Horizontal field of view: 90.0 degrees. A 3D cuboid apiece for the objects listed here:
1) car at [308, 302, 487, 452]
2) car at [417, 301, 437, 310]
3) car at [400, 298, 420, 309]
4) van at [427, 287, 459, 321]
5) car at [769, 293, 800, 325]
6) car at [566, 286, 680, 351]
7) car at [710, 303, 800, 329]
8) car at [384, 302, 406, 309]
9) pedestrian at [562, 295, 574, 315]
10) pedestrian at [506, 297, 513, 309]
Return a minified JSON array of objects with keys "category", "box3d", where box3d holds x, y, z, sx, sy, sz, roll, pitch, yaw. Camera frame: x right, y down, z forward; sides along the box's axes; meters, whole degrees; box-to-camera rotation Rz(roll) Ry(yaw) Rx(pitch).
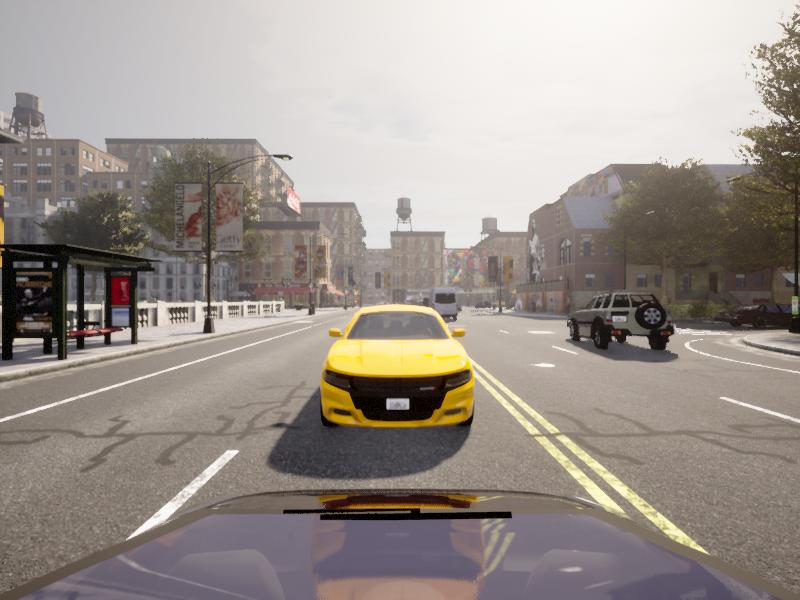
[{"category":"car","box3d":[-0.052,0.823,6.707,1.882,1.535,5.008,0,0,-1]},{"category":"car","box3d":[4.766,0.865,70.257,2.007,1.525,4.514,0,0,24]},{"category":"car","box3d":[1.864,0.654,72.309,1.932,1.855,4.605,0,0,24]},{"category":"van","box3d":[3.444,0.322,33.249,1.988,2.561,5.915,0,0,0]},{"category":"car","box3d":[28.292,0.568,26.556,5.566,2.045,2.150,0,0,0]},{"category":"car","box3d":[7.345,0.640,13.803,1.932,1.855,4.605,0,-3,9]},{"category":"car","box3d":[21.381,0.895,23.088,5.357,1.411,2.033,0,0,0]},{"category":"car","box3d":[-0.871,0.939,73.950,1.895,1.301,4.718,0,0,30]},{"category":"pedestrian","box3d":[15.859,0.485,37.720,0.751,1.860,0.751,0,0,-43]},{"category":"pedestrian","box3d":[16.858,0.485,61.509,0.751,1.860,0.751,0,0,-42]}]
